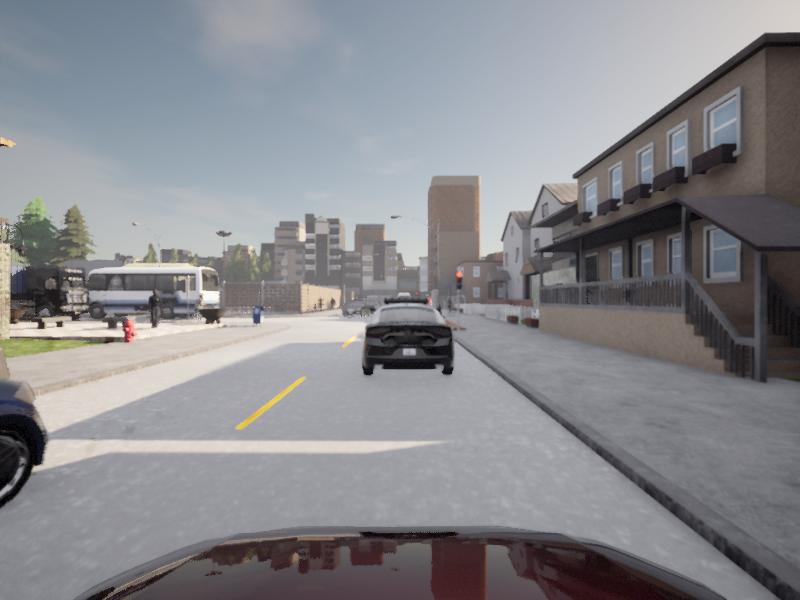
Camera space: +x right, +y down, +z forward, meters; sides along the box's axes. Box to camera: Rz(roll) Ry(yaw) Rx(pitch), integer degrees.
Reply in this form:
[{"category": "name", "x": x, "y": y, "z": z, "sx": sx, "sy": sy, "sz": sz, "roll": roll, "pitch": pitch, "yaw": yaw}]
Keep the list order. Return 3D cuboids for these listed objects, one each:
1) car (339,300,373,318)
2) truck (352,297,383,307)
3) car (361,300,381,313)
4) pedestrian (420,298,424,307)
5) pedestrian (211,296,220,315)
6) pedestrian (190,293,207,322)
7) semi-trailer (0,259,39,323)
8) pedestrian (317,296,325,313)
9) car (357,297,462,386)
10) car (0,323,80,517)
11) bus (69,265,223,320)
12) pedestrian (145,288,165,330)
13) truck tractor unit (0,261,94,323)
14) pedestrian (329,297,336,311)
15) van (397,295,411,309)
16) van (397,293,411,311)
[{"category": "car", "x": -4.023, "y": 0.802, "z": 37.666, "sx": 2.128, "sy": 1.511, "sz": 4.902, "roll": 0, "pitch": 0, "yaw": 7}, {"category": "truck", "x": -6.968, "y": 0.465, "z": 85.676, "sx": 6.274, "sy": 2.098, "sz": 2.390, "roll": 0, "pitch": 0, "yaw": 16}, {"category": "car", "x": -3.585, "y": 0.779, "z": 50.163, "sx": 2.038, "sy": 1.542, "sz": 4.974, "roll": 0, "pitch": 0, "yaw": 1}, {"category": "pedestrian", "x": 4.361, "y": 0.453, "z": 78.513, "sx": 0.751, "sy": 1.860, "sz": 0.751, "roll": 0, "pitch": 0, "yaw": 10}, {"category": "pedestrian", "x": -17.945, "y": 0.498, "z": 38.926, "sx": 0.751, "sy": 1.860, "sz": 0.751, "roll": 0, "pitch": 0, "yaw": -19}, {"category": "pedestrian", "x": -13.388, "y": 0.500, "z": 26.585, "sx": 0.751, "sy": 1.860, "sz": 0.751, "roll": 0, "pitch": 0, "yaw": 16}, {"category": "semi-trailer", "x": -34.614, "y": -0.643, "z": 29.139, "sx": 14.254, "sy": 4.402, "sz": 2.717, "roll": 0, "pitch": 0, "yaw": 0}, {"category": "pedestrian", "x": -8.927, "y": 0.493, "z": 45.145, "sx": 0.751, "sy": 1.860, "sz": 0.751, "roll": 0, "pitch": 0, "yaw": 1}, {"category": "car", "x": 0.146, "y": 0.762, "z": 10.014, "sx": 1.930, "sy": 1.638, "sz": 5.238, "roll": 0, "pitch": 0, "yaw": -1}, {"category": "car", "x": -3.972, "y": 0.906, "z": 1.596, "sx": 1.994, "sy": 1.385, "sz": 4.181, "roll": 0, "pitch": 0, "yaw": 1}, {"category": "bus", "x": -20.565, "y": -0.565, "z": 32.967, "sx": 10.273, "sy": 4.253, "sz": 3.944, "roll": 0, "pitch": 0, "yaw": 2}, {"category": "pedestrian", "x": -11.166, "y": 0.390, "z": 18.244, "sx": 0.751, "sy": 1.860, "sz": 0.751, "roll": 0, "pitch": 0, "yaw": -34}, {"category": "truck tractor unit", "x": -26.703, "y": -0.550, "z": 29.125, "sx": 6.516, "sy": 4.208, "sz": 3.053, "roll": 0, "pitch": 0, "yaw": 0}, {"category": "pedestrian", "x": -8.816, "y": 0.485, "z": 52.357, "sx": 0.751, "sy": 1.860, "sz": 0.751, "roll": 0, "pitch": 0, "yaw": 4}, {"category": "van", "x": 0.662, "y": 0.315, "z": 68.550, "sx": 2.351, "sy": 2.431, "sz": 6.366, "roll": 0, "pitch": 0, "yaw": -1}, {"category": "van", "x": 0.546, "y": 0.266, "z": 60.316, "sx": 1.988, "sy": 2.561, "sz": 5.915, "roll": 0, "pitch": 0, "yaw": 0}]
